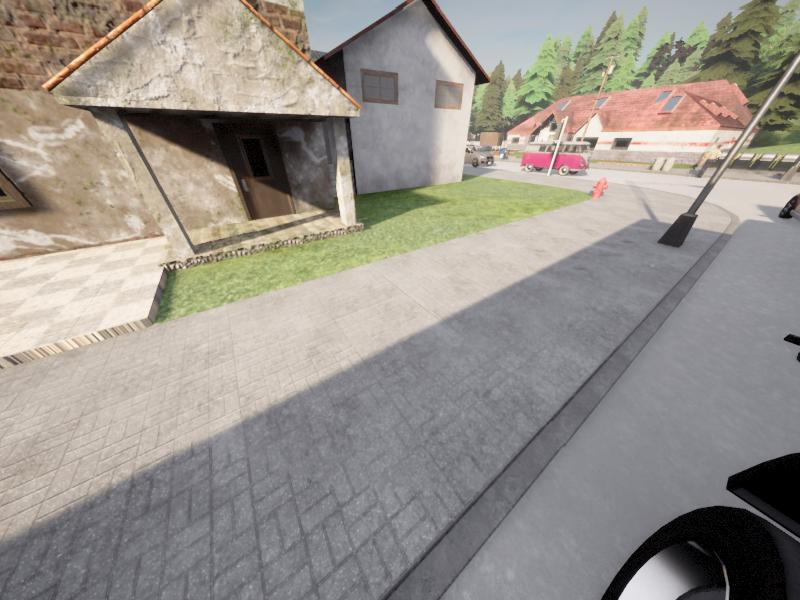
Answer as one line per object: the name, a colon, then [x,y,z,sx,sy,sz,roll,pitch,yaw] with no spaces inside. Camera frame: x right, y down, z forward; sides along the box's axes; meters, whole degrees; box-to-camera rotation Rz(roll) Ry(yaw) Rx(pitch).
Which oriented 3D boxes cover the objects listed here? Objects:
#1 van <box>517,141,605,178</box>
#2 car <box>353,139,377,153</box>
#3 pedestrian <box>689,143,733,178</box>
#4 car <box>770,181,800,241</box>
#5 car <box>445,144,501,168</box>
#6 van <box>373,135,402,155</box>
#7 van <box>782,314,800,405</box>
van: [11.267,-10.228,16.627,1.775,1.987,4.442,-22,40,-27]
car: [-6.670,-29.349,43.836,2.150,2.045,5.566,-22,40,-27]
pedestrian: [19.853,-8.944,14.813,0.751,1.860,0.751,22,41,28]
car: [12.328,-2.540,6.085,3.705,1.549,1.789,-30,45,-35]
car: [6.802,-13.843,22.063,2.242,1.667,4.611,-22,40,-27]
van: [-2.111,-25.742,38.258,1.988,2.561,5.915,-22,41,-27]
van: [7.073,-0.468,2.337,5.915,2.561,1.988,-20,40,-26]
